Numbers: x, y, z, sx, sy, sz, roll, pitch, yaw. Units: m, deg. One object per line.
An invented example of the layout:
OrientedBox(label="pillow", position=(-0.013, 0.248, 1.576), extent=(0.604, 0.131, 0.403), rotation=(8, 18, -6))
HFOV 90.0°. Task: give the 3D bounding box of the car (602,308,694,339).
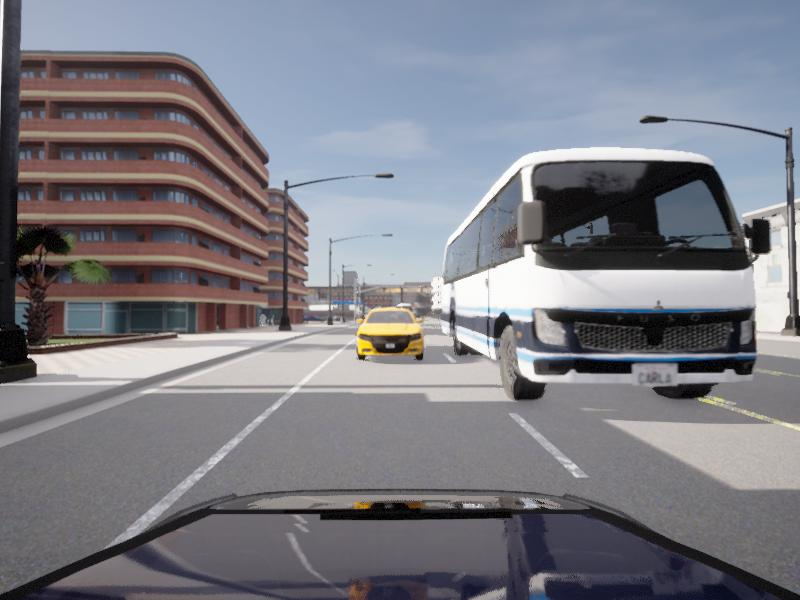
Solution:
OrientedBox(label="car", position=(13.496, 1.251, 22.200), extent=(1.882, 1.535, 5.008), rotation=(0, -2, -1))

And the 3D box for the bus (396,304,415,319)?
OrientedBox(label="bus", position=(1.386, 3.210, 112.036), extent=(3.944, 4.253, 10.273), rotation=(0, -2, -7))

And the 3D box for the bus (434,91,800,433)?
OrientedBox(label="bus", position=(3.376, -0.430, 10.152), extent=(3.944, 4.253, 10.273), rotation=(0, -1, -1))

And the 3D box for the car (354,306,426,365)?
OrientedBox(label="car", position=(-0.306, 0.988, 12.953), extent=(1.882, 1.535, 5.008), rotation=(0, -1, -1))
